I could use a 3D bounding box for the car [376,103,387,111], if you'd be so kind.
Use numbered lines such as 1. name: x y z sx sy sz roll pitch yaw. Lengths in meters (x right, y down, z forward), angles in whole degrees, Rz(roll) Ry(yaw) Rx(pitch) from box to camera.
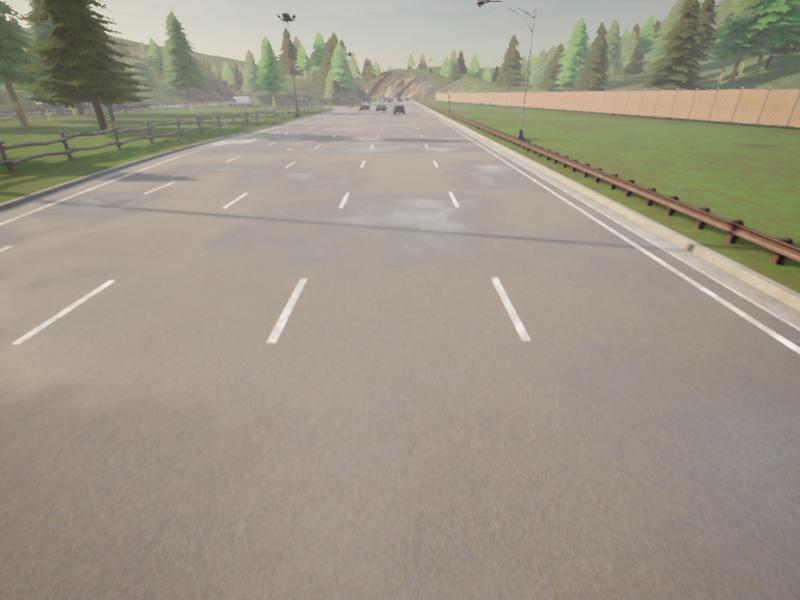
1. car: -3.628 -38.123 78.986 1.994 1.385 4.181 0 27 0

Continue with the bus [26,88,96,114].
1. bus: -64.448 -38.201 76.617 3.944 4.253 10.273 0 27 0

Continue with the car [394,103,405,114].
1. car: -0.112 -32.432 67.800 1.837 1.490 4.892 0 27 0
